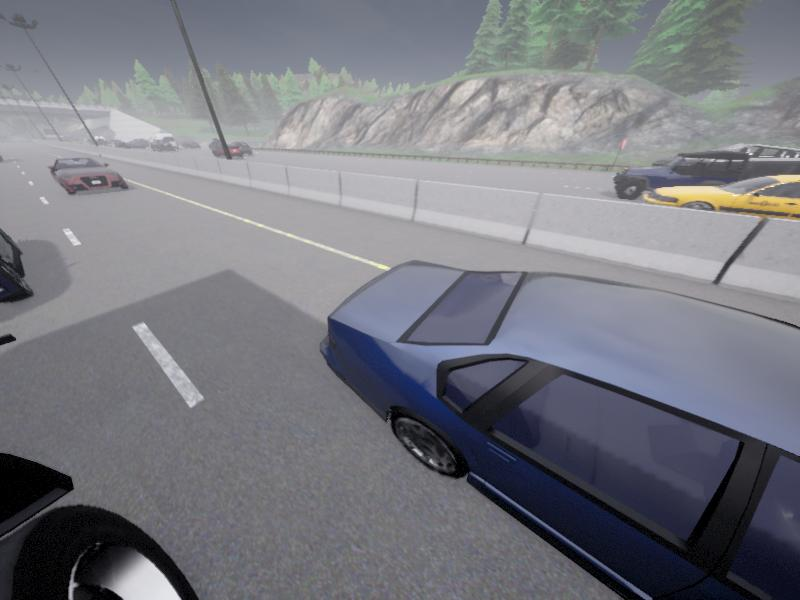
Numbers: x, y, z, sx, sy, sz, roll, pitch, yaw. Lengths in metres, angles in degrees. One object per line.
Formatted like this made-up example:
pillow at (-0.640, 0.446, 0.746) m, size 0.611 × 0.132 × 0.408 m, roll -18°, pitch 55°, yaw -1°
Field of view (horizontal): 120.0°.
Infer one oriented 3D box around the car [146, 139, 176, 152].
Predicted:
car at (-41.122, -26.651, 39.790) m, size 4.553 × 1.767 × 2.097 m, roll 22°, pitch 41°, yaw 28°

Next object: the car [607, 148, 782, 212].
car at (11.631, -5.201, 9.747) m, size 3.866 × 1.878 × 1.905 m, roll 22°, pitch 41°, yaw 28°

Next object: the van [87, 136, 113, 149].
van at (-63.986, -33.603, 49.240) m, size 4.480 × 2.038 × 2.069 m, roll 22°, pitch 41°, yaw 28°

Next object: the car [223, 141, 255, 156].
car at (-23.000, -21.654, 33.026) m, size 3.988 × 1.617 × 1.851 m, roll 22°, pitch 41°, yaw 28°

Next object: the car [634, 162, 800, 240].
car at (10.891, -2.914, 6.763) m, size 5.366 × 1.575 × 1.801 m, roll 22°, pitch 41°, yaw 28°

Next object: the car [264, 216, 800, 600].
car at (1.780, 0.838, 1.526) m, size 5.357 × 1.411 × 2.033 m, roll 22°, pitch 41°, yaw 28°

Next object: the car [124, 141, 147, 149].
car at (-54.380, -31.876, 47.457) m, size 4.181 × 1.385 × 1.994 m, roll 22°, pitch 41°, yaw 28°

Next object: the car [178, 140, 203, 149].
car at (-43.934, -32.603, 48.457) m, size 4.902 × 1.511 × 2.128 m, roll 22°, pitch 41°, yaw 28°

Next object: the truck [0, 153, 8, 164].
truck at (-40.212, -14.249, 21.624) m, size 5.204 × 2.467 × 2.627 m, roll 22°, pitch 41°, yaw 28°

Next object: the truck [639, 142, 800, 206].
truck at (15.947, -5.989, 10.722) m, size 6.274 × 2.098 × 2.390 m, roll 22°, pitch 41°, yaw 28°

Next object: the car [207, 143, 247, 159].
car at (-21.513, -18.540, 28.691) m, size 4.514 × 1.525 × 2.007 m, roll 22°, pitch 41°, yaw 28°

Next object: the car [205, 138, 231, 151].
car at (-33.367, -28.458, 42.333) m, size 3.866 × 1.878 × 1.905 m, roll 22°, pitch 40°, yaw 28°

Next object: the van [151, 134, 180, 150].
van at (-47.301, -31.937, 46.590) m, size 5.915 × 2.561 × 1.988 m, roll 22°, pitch 41°, yaw 28°

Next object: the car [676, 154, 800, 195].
car at (19.148, -6.906, 12.560) m, size 4.902 × 1.511 × 2.128 m, roll 22°, pitch 41°, yaw 28°

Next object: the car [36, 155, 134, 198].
car at (-15.462, -6.176, 11.346) m, size 4.181 × 1.385 × 1.994 m, roll 22°, pitch 41°, yaw 28°

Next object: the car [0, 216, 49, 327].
car at (-8.073, -0.820, 3.588) m, size 4.856 × 1.649 × 2.033 m, roll 22°, pitch 41°, yaw 28°

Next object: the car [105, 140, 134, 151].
car at (-51.088, -28.141, 42.045) m, size 4.974 × 1.542 × 2.038 m, roll 22°, pitch 41°, yaw 28°

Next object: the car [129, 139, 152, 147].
car at (-62.221, -37.643, 55.334) m, size 4.611 × 1.667 × 2.242 m, roll 22°, pitch 41°, yaw 28°
